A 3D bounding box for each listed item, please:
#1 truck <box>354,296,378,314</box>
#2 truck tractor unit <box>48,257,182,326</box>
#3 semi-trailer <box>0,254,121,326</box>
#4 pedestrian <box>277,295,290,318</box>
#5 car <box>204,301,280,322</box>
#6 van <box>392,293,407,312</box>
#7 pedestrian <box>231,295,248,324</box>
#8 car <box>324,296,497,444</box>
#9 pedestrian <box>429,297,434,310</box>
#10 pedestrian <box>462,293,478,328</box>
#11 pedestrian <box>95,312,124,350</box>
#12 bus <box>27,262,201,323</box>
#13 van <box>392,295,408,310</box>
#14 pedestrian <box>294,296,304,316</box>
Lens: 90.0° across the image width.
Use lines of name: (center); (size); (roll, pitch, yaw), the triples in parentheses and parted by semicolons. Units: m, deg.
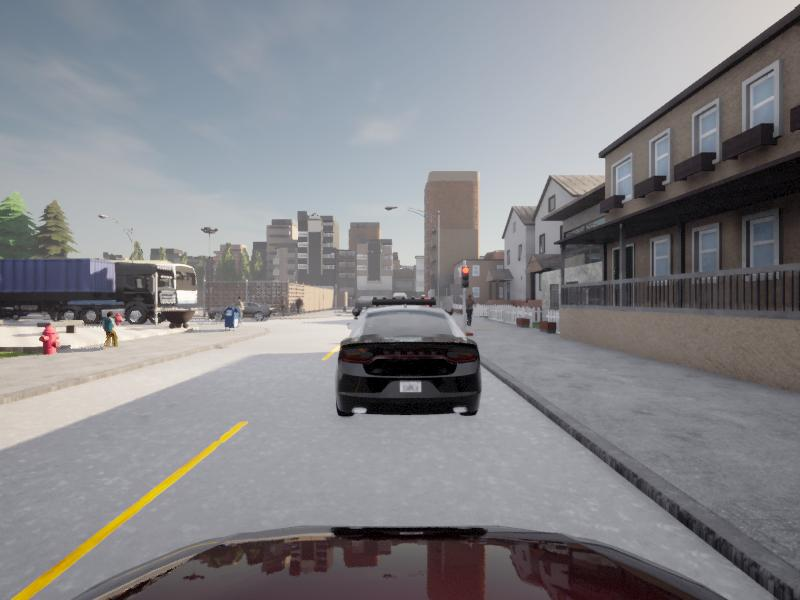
truck: (-4.111, 0.542, 49.206); (2.390, 2.098, 6.274); (0, 0, 0)
truck tractor unit: (-18.279, -0.514, 26.011); (6.516, 4.208, 3.053); (0, 0, -1)
semi-trailer: (-26.192, -0.618, 25.915); (14.254, 4.402, 2.717); (0, 0, -1)
pedestrian: (-9.844, 0.534, 33.708); (0.751, 1.860, 0.751); (0, 0, 19)
car: (-11.787, 0.836, 30.087); (4.902, 1.511, 2.128); (0, 0, -4)
van: (-0.076, 0.322, 57.479); (1.988, 2.561, 5.915); (0, 0, -1)
pedestrian: (-10.594, 0.637, 26.401); (0.751, 1.860, 0.751); (0, 0, -44)
car: (0.062, 0.771, 7.066); (1.930, 1.638, 5.238); (0, 0, -1)
pedestrian: (4.815, 0.533, 61.114); (0.751, 1.860, 0.751); (0, 0, 10)
pedestrian: (3.762, 0.534, 21.583); (0.751, 1.860, 0.751); (0, 0, 0)
pedestrian: (-8.644, 0.905, 11.902); (0.500, 1.100, 0.500); (0, 0, 4)
bus: (-20.892, -0.534, 29.798); (10.273, 4.253, 3.944); (0, 0, 1)
van: (-0.048, 0.378, 65.607); (2.351, 2.431, 6.366); (0, 0, -1)
pedestrian: (-9.288, 0.534, 36.836); (0.751, 1.860, 0.751); (0, 0, -1)
